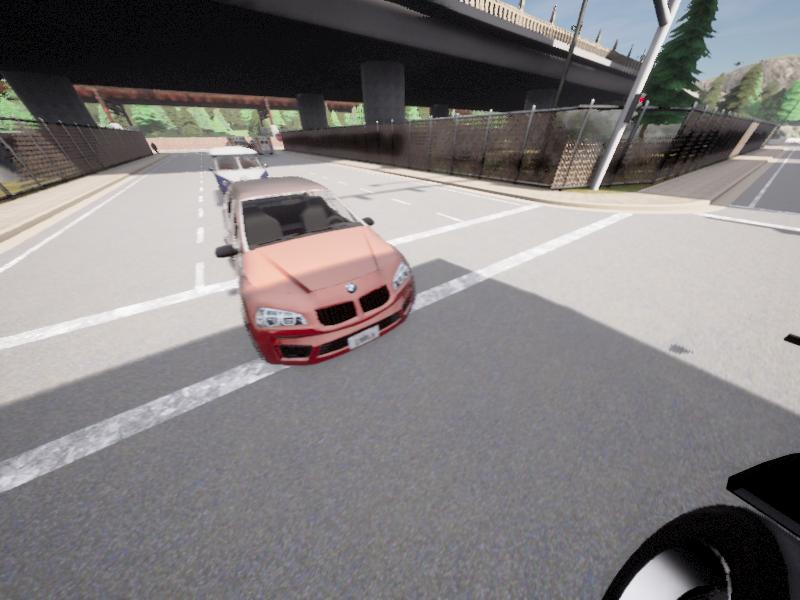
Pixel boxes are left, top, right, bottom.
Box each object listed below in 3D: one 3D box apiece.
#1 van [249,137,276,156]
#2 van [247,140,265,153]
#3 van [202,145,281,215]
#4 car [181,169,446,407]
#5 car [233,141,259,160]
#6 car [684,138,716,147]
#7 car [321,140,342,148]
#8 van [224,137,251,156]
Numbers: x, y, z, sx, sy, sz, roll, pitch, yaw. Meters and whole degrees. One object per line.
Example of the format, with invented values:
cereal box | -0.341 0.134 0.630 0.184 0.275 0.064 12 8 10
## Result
van | -22.952 -25.638 38.393 2.351 2.431 6.366 -22 41 -28
van | -27.114 -28.845 43.365 1.775 1.987 4.442 -22 41 -28
van | -6.761 -5.243 9.723 1.775 1.987 4.442 -22 41 -28
car | -1.748 -1.032 3.965 2.242 1.667 4.611 -23 40 -28
car | -20.498 -19.898 30.729 1.932 1.855 4.605 -22 41 -28
car | 65.321 -34.477 50.381 1.789 1.549 3.705 -22 41 -28
car | -17.401 -39.805 58.886 4.553 1.767 2.097 -22 41 -27
van | -26.311 -24.858 37.338 2.351 2.431 6.366 -22 41 -28
